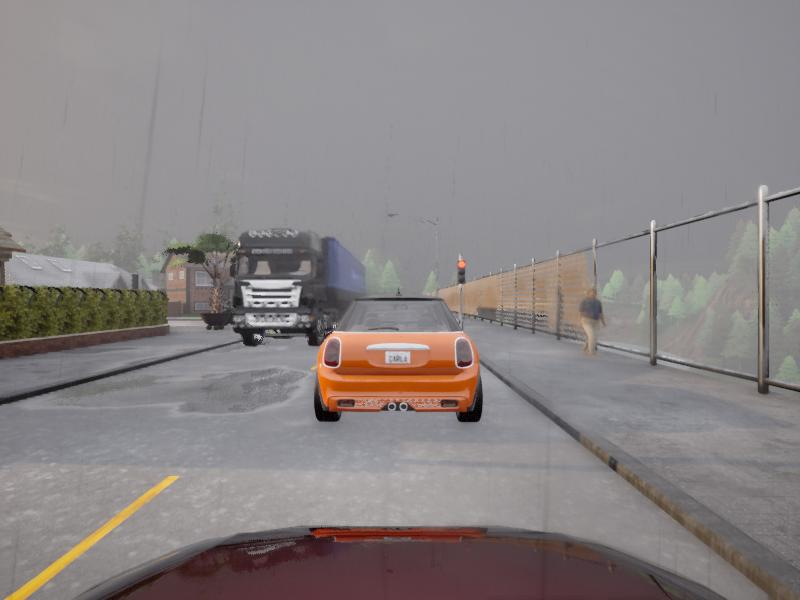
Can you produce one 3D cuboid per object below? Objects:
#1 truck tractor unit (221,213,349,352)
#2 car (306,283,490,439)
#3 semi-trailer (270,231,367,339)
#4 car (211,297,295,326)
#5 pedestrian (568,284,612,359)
[{"bbox_3d":[-3.926,-0.521,15.442,3.053,4.208,6.516,0,0,0],"label":"truck tractor unit"},{"bbox_3d":[-0.001,0.694,6.836,2.097,1.767,4.553,0,0,1],"label":"car"},{"bbox_3d":[-3.887,-0.619,23.358,2.717,4.402,14.254,0,0,0],"label":"semi-trailer"},{"bbox_3d":[-9.095,0.694,25.055,4.553,1.767,2.097,0,0,-5],"label":"car"},{"bbox_3d":[4.896,0.533,10.338,0.751,1.860,0.751,0,0,-2],"label":"pedestrian"}]
